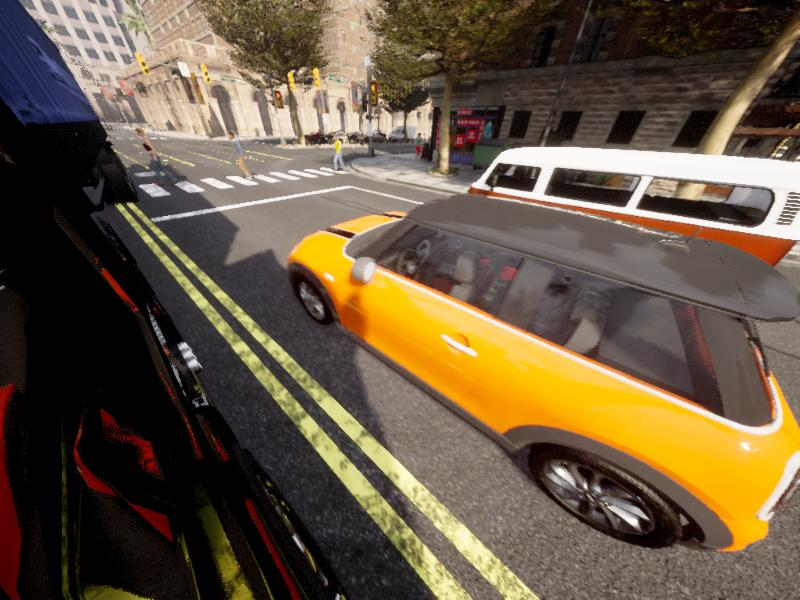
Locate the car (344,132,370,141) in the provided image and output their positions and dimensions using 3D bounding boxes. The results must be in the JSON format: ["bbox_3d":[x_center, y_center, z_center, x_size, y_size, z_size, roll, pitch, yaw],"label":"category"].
[{"bbox_3d":[-7.944,-30.384,42.946,1.895,1.301,4.718,28,43,30],"label":"car"}]

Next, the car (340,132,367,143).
[{"bbox_3d":[-7.768,-27.491,39.014,1.994,1.385,4.181,29,44,31],"label":"car"}]

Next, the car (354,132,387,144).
[{"bbox_3d":[-4.697,-26.358,37.656,2.033,1.411,5.357,28,43,30],"label":"car"}]

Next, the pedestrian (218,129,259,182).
[{"bbox_3d":[-6.959,-6.250,10.049,0.751,1.860,0.751,31,45,33],"label":"pedestrian"}]

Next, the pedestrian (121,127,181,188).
[{"bbox_3d":[-9.208,-5.316,8.657,0.751,1.860,0.751,-21,43,-29],"label":"pedestrian"}]

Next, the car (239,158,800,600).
[{"bbox_3d":[0.633,-0.284,2.583,4.553,1.767,2.097,28,43,30],"label":"car"}]

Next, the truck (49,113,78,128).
[{"bbox_3d":[-66.362,-35.425,45.519,6.274,2.098,2.390,28,44,30],"label":"truck"}]

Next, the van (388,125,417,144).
[{"bbox_3d":[0.547,-30.414,42.468,1.988,2.561,5.915,28,43,30],"label":"van"}]

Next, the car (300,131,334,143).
[{"bbox_3d":[-12.301,-24.377,34.553,1.994,1.385,4.181,28,43,30],"label":"car"}]

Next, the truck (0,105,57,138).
[{"bbox_3d":[-40.555,-19.314,25.055,5.204,2.467,2.627,29,44,28],"label":"truck"}]

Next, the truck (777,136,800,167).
[{"bbox_3d":[57.351,-20.539,31.555,2.891,3.827,8.468,28,43,30],"label":"truck"}]

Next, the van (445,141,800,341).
[{"bbox_3d":[3.479,-1.610,4.331,4.480,2.038,2.069,27,43,29],"label":"van"}]

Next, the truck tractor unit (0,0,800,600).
[{"bbox_3d":[-2.645,-0.295,0.351,6.516,4.208,3.053,28,44,30],"label":"truck tractor unit"}]

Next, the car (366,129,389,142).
[{"bbox_3d":[-4.096,-30.231,42.483,1.905,1.878,3.866,28,43,30],"label":"car"}]

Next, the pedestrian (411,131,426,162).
[{"bbox_3d":[1.377,-11.523,17.389,0.751,1.860,0.751,-15,40,-22],"label":"pedestrian"}]

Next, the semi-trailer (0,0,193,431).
[{"bbox_3d":[-8.279,-3.845,4.622,2.717,4.402,14.254,-29,47,-35],"label":"semi-trailer"}]

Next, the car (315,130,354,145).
[{"bbox_3d":[-9.261,-23.278,33.123,2.038,1.542,4.974,28,43,30],"label":"car"}]

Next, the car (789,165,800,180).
[{"bbox_3d":[33.352,-9.810,17.656,2.231,1.521,4.892,28,43,30],"label":"car"}]

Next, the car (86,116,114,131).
[{"bbox_3d":[-50.670,-29.763,39.042,4.605,1.855,1.932,28,43,30],"label":"car"}]

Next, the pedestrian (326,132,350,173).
[{"bbox_3d":[-3.429,-8.210,12.899,0.751,1.860,0.751,31,45,33],"label":"pedestrian"}]

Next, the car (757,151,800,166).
[{"bbox_3d":[53.102,-19.968,32.497,1.970,1.475,3.806,28,43,30],"label":"car"}]

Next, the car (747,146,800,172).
[{"bbox_3d":[43.053,-16.100,26.215,2.435,2.045,5.566,28,43,30],"label":"car"}]
